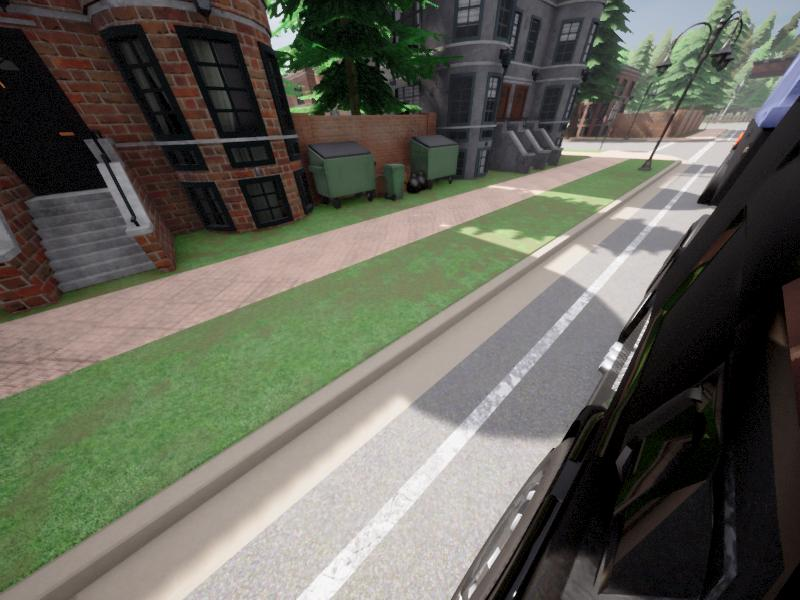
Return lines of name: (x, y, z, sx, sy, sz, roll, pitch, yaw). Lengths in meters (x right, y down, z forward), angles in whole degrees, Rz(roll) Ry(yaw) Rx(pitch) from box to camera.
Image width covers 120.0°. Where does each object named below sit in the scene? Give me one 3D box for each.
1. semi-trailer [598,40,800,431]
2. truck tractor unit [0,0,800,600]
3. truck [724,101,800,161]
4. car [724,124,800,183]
semi-trailer: (8.695, -3.606, 4.233, 14.254, 4.402, 2.717, -28, 44, -30)
truck tractor unit: (2.645, -0.295, 0.351, 6.516, 4.208, 3.053, -28, 44, -30)
truck: (21.920, -9.841, 13.398, 5.204, 2.467, 2.627, -28, 43, -30)
car: (16.108, -6.400, 9.851, 5.238, 1.638, 1.930, -28, 44, -30)
